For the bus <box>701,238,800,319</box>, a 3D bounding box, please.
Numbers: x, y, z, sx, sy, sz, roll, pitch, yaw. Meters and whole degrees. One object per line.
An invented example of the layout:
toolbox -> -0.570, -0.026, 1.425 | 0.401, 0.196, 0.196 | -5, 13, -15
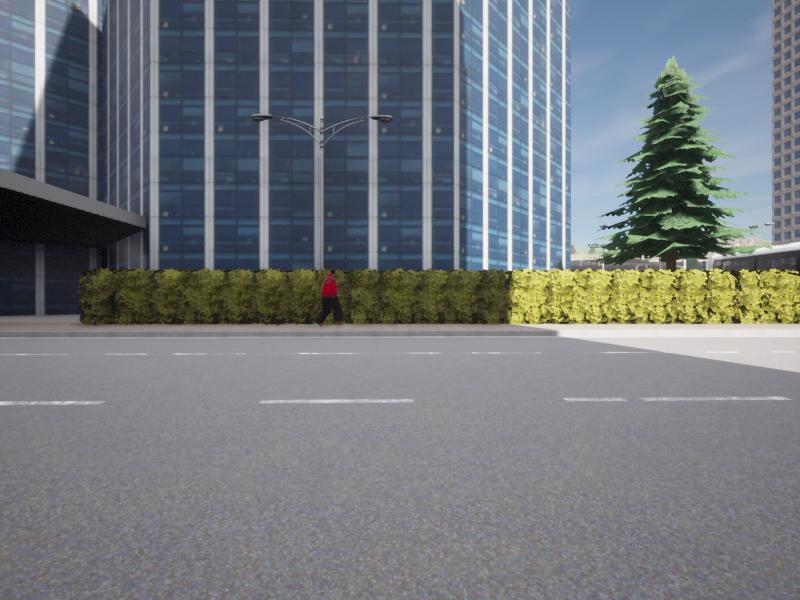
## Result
bus -> 23.015, -1.134, 22.731 | 3.944, 4.253, 10.273 | 0, 0, -1

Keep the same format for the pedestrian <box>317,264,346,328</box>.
pedestrian -> -2.068, -0.115, 12.141 | 0.751, 1.860, 0.751 | 0, 0, 2
